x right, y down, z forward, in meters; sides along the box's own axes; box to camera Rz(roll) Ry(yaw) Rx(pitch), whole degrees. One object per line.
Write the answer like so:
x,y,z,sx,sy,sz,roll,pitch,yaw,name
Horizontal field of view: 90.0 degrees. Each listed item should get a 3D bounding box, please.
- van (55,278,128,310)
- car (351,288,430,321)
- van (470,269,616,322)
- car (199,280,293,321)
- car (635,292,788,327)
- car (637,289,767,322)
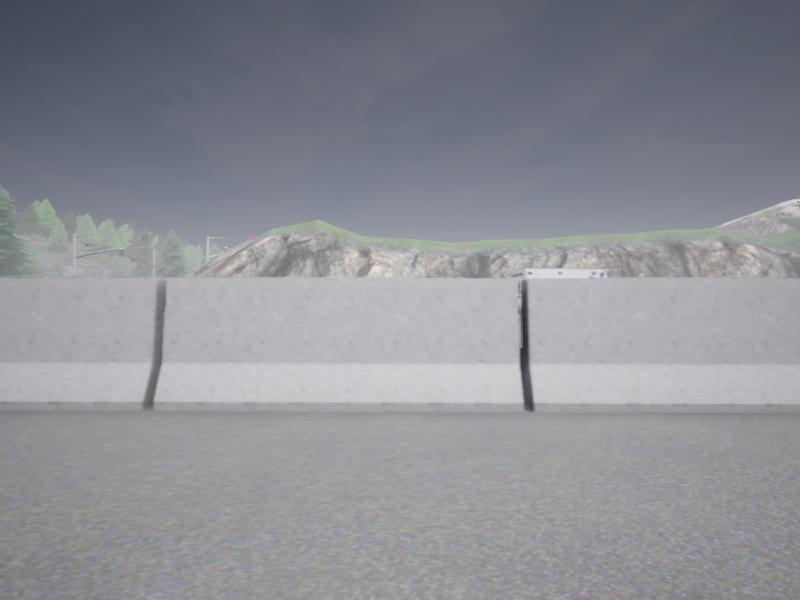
-27.045,-0.516,35.432,1.988,2.561,5.915,0,0,-1,van
-0.449,0.213,19.694,3.705,1.549,1.789,0,0,0,car
6.842,-0.213,19.728,6.366,2.431,2.351,0,0,0,van
-7.472,0.034,19.661,3.866,1.878,1.905,0,0,0,car
12.467,0.362,16.247,4.718,1.301,1.895,0,0,0,car
14.778,0.245,19.766,5.008,1.535,1.882,0,0,0,car
